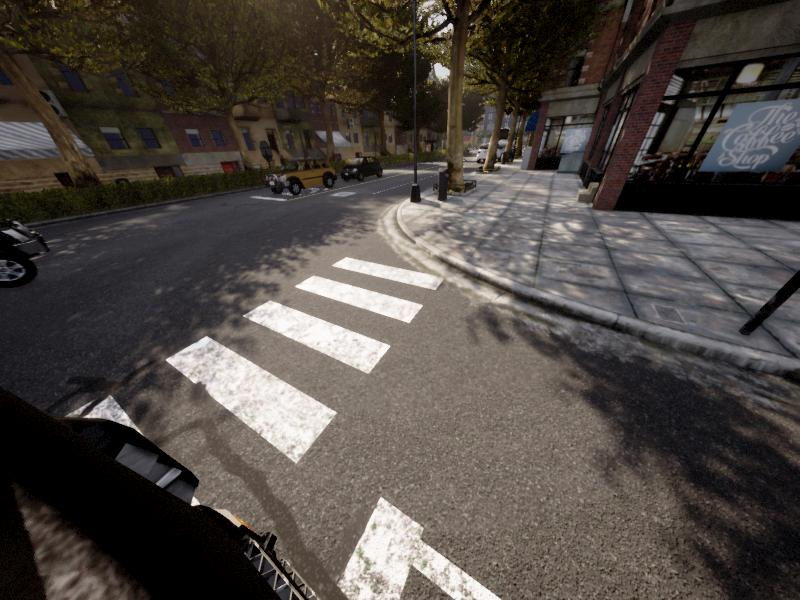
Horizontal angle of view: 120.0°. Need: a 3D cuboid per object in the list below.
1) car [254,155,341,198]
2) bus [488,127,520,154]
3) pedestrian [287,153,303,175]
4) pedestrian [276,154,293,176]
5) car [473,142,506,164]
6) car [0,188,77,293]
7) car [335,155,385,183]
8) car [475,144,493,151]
[{"bbox_3d":[-6.206,-7.992,14.744,1.932,1.855,4.605,15,38,25],"label":"car"},{"bbox_3d":[22.627,-34.344,49.971,3.944,4.253,10.273,16,37,26],"label":"bus"},{"bbox_3d":[-10.920,-14.104,23.998,0.751,1.860,0.751,12,37,22],"label":"pedestrian"},{"bbox_3d":[-11.842,-13.828,23.653,0.751,1.860,0.751,9,35,17],"label":"pedestrian"},{"bbox_3d":[11.287,-18.413,28.913,2.435,2.045,5.566,16,38,26],"label":"car"},{"bbox_3d":[-9.760,-0.529,3.798,1.932,1.855,4.605,16,38,26],"label":"car"},{"bbox_3d":[-3.168,-10.974,19.238,1.851,1.617,3.988,16,38,26],"label":"car"},{"bbox_3d":[26.127,-47.407,71.827,4.974,1.542,2.038,16,38,25],"label":"car"}]
